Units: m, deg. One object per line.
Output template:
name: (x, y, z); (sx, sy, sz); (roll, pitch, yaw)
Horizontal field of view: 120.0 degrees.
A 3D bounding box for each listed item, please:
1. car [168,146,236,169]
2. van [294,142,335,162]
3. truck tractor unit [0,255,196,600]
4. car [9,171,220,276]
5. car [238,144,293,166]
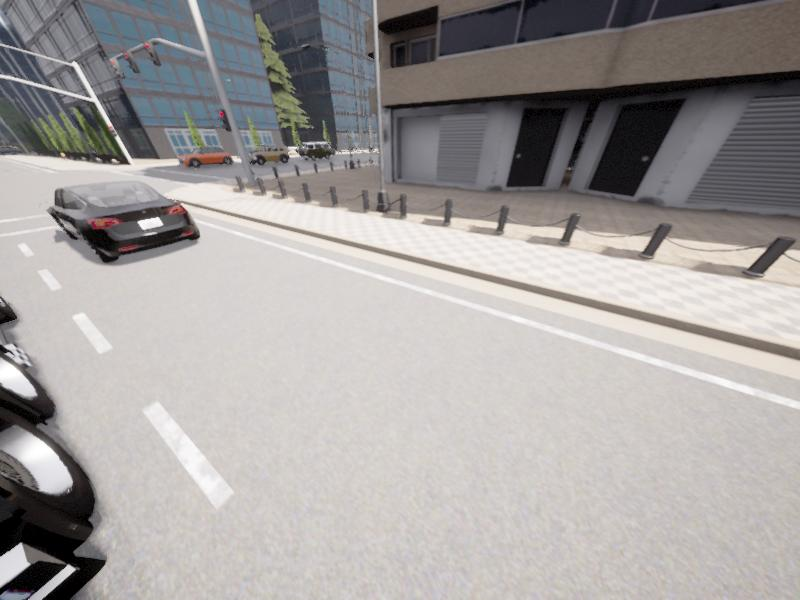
car: (-20.062, -14.721, 23.689); (2.097, 1.767, 4.553); (19, 39, 26)
van: (-11.037, -19.394, 30.115); (2.069, 2.038, 4.480); (19, 39, 26)
truck tractor unit: (-5.099, -0.312, 0.798); (6.516, 4.208, 3.053); (19, 40, 25)
car: (-7.506, -2.336, 6.138); (4.792, 1.488, 2.163); (19, 39, 25)
car: (-14.599, -16.013, 25.426); (1.932, 1.855, 4.605); (19, 39, 26)
